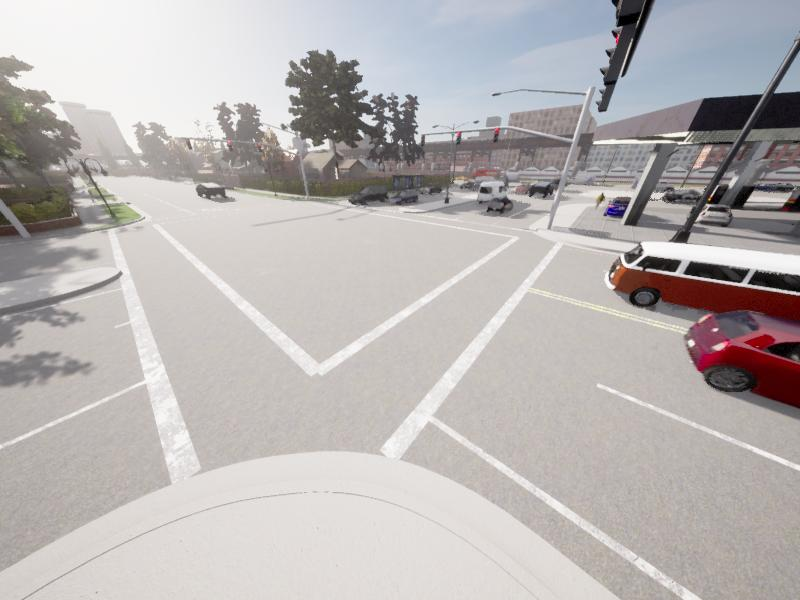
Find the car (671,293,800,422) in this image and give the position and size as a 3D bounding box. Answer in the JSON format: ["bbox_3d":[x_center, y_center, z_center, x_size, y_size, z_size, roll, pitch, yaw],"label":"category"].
[{"bbox_3d":[8.412,1.393,4.464,3.633,1.501,1.845,22,36,33],"label":"car"}]

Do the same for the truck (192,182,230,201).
[{"bbox_3d":[-28.639,-16.492,34.872,6.274,2.098,2.390,22,37,33],"label":"truck"}]

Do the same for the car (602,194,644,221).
[{"bbox_3d":[21.088,-8.924,21.955,2.242,1.667,4.611,23,37,34],"label":"car"}]

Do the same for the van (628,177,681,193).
[{"bbox_3d":[49.431,-22.658,45.213,6.366,2.431,2.351,23,37,34],"label":"van"}]

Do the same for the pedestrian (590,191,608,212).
[{"bbox_3d":[20.539,-10.167,23.802,0.751,1.860,0.751,26,39,37],"label":"pedestrian"}]

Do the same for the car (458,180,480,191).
[{"bbox_3d":[14.592,-24.244,48.775,2.152,1.651,5.027,23,37,34],"label":"car"}]

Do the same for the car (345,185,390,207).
[{"bbox_3d":[-3.923,-13.316,29.425,2.150,2.045,5.566,23,37,34],"label":"car"}]

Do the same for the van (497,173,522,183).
[{"bbox_3d":[32.663,-36.564,69.153,5.915,2.561,1.988,23,37,34],"label":"van"}]

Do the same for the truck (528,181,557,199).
[{"bbox_3d":[22.825,-17.676,36.920,2.390,2.098,6.274,23,37,34],"label":"truck"}]

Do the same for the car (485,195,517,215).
[{"bbox_3d":[10.661,-10.076,24.329,1.845,1.501,3.633,22,37,34],"label":"car"}]

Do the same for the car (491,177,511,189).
[{"bbox_3d":[23.102,-26.821,52.821,2.150,2.045,5.566,22,37,34],"label":"car"}]

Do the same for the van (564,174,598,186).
[{"bbox_3d":[46.367,-30.778,59.279,6.366,2.431,2.351,23,37,34],"label":"van"}]

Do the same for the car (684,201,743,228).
[{"bbox_3d":[25.999,-7.245,19.370,1.970,1.475,3.806,23,37,34],"label":"car"}]

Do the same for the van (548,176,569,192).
[{"bbox_3d":[31.370,-23.007,45.718,1.988,2.561,5.915,22,37,34],"label":"van"}]

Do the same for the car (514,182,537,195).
[{"bbox_3d":[22.475,-20.001,41.426,2.152,1.651,5.027,23,37,34],"label":"car"}]

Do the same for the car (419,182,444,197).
[{"bbox_3d":[5.302,-18.770,39.037,1.932,1.855,4.605,22,37,33],"label":"car"}]

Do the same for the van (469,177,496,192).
[{"bbox_3d":[16.415,-22.964,45.752,2.351,2.431,6.366,22,37,33],"label":"van"}]

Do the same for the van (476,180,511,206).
[{"bbox_3d":[12.435,-14.312,30.660,1.988,2.561,5.915,22,37,33],"label":"van"}]

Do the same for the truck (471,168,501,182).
[{"bbox_3d":[28.119,-41.282,76.076,8.468,3.827,2.891,23,37,34],"label":"truck"}]

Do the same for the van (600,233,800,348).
[{"bbox_3d":[9.663,-0.605,7.400,4.480,2.038,2.069,21,36,33],"label":"van"}]

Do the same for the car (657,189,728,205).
[{"bbox_3d":[37.840,-13.462,30.080,5.238,1.638,1.930,9,31,16],"label":"car"}]

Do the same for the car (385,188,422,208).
[{"bbox_3d":[0.577,-13.052,29.379,2.033,1.649,4.856,22,38,33],"label":"car"}]
